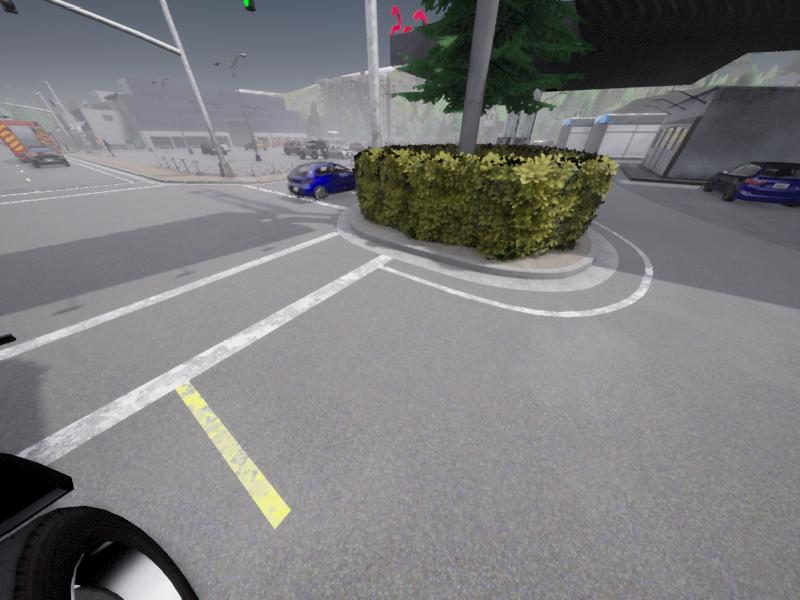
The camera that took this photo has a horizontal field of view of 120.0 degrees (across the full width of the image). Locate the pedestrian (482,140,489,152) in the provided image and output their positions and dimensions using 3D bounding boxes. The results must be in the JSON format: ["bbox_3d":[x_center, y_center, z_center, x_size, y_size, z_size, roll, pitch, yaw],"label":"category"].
[{"bbox_3d":[17.092,-30.853,46.247,0.751,1.860,0.751,22,41,28],"label":"pedestrian"}]

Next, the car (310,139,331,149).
[{"bbox_3d":[-18.581,-36.601,54.083,4.605,1.855,1.932,22,41,28],"label":"car"}]

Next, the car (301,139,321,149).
[{"bbox_3d":[-19.903,-35.113,51.926,3.866,1.878,1.905,22,41,28],"label":"car"}]

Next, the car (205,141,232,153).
[{"bbox_3d":[-30.617,-25.836,38.950,3.806,1.475,1.970,22,41,28],"label":"car"}]

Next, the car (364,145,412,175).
[{"bbox_3d":[-0.882,-11.790,19.339,1.905,1.878,3.866,22,41,28],"label":"car"}]

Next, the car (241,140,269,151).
[{"bbox_3d":[-27.215,-29.028,43.369,5.027,1.636,2.152,22,41,28],"label":"car"}]

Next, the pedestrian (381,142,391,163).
[{"bbox_3d":[-1.460,-15.589,24.448,0.751,1.860,0.751,22,40,27],"label":"pedestrian"}]

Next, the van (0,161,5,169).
[{"bbox_3d":[-34.705,-11.792,18.643,4.480,2.038,2.069,22,41,28],"label":"van"}]

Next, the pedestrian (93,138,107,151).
[{"bbox_3d":[-55.758,-28.879,42.908,0.751,1.860,0.751,28,44,34],"label":"pedestrian"}]

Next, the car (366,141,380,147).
[{"bbox_3d":[-7.849,-45.076,66.670,3.633,1.501,1.845,22,41,28],"label":"car"}]

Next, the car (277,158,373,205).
[{"bbox_3d":[-3.439,-6.039,11.503,1.816,1.474,4.193,22,40,28],"label":"car"}]

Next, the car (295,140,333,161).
[{"bbox_3d":[-10.164,-17.688,27.256,3.866,1.878,1.905,22,41,28],"label":"car"}]

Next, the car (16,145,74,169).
[{"bbox_3d":[-31.420,-12.709,20.411,4.974,1.542,2.038,22,41,28],"label":"car"}]

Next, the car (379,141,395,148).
[{"bbox_3d":[-3.463,-41.203,61.220,3.806,1.475,1.970,22,41,28],"label":"car"}]

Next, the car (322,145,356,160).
[{"bbox_3d":[-7.764,-18.818,29.370,3.806,1.475,1.970,22,41,28],"label":"car"}]

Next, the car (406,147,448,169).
[{"bbox_3d":[2.837,-14.706,23.734,2.033,1.649,4.856,22,41,28],"label":"car"}]

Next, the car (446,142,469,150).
[{"bbox_3d":[13.520,-36.471,54.543,4.514,1.523,2.007,22,41,28],"label":"car"}]

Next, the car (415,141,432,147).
[{"bbox_3d":[7.701,-50.975,75.388,4.792,1.488,2.163,22,40,27],"label":"car"}]

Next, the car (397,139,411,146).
[{"bbox_3d":[1.368,-53.646,78.790,4.605,1.855,1.932,22,40,27],"label":"car"}]

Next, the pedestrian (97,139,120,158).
[{"bbox_3d":[-34.385,-17.937,27.280,0.751,1.860,0.751,-17,39,-23],"label":"pedestrian"}]

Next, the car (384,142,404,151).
[{"bbox_3d":[-1.296,-31.964,48.006,3.633,1.501,1.845,22,41,28],"label":"car"}]

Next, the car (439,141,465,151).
[{"bbox_3d":[11.771,-34.985,52.404,5.027,1.636,2.152,22,41,28],"label":"car"}]

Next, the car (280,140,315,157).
[{"bbox_3d":[-14.743,-21.829,33.138,4.605,1.855,1.932,22,41,28],"label":"car"}]

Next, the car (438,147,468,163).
[{"bbox_3d":[6.480,-17.609,28.011,1.970,1.475,3.806,22,41,28],"label":"car"}]

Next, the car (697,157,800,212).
[{"bbox_3d":[17.423,-5.821,11.299,2.242,1.667,4.611,22,41,28],"label":"car"}]

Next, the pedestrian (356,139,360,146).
[{"bbox_3d":[-13.804,-51.728,75.907,0.751,1.860,0.751,21,40,27],"label":"pedestrian"}]

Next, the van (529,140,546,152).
[{"bbox_3d":[29.677,-33.200,49.817,2.069,2.038,4.480,22,41,28],"label":"van"}]

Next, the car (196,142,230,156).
[{"bbox_3d":[-26.926,-21.719,33.246,4.514,1.523,2.007,22,41,28],"label":"car"}]

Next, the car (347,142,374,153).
[{"bbox_3d":[-7.041,-27.292,41.296,4.514,1.523,2.007,22,41,28],"label":"car"}]

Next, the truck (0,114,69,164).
[{"bbox_3d":[-38.716,-16.619,23.920,8.468,3.827,2.891,22,41,28],"label":"truck"}]

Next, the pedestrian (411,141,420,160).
[{"bbox_3d":[1.838,-18.335,28.369,0.751,1.860,0.751,22,40,28],"label":"pedestrian"}]
